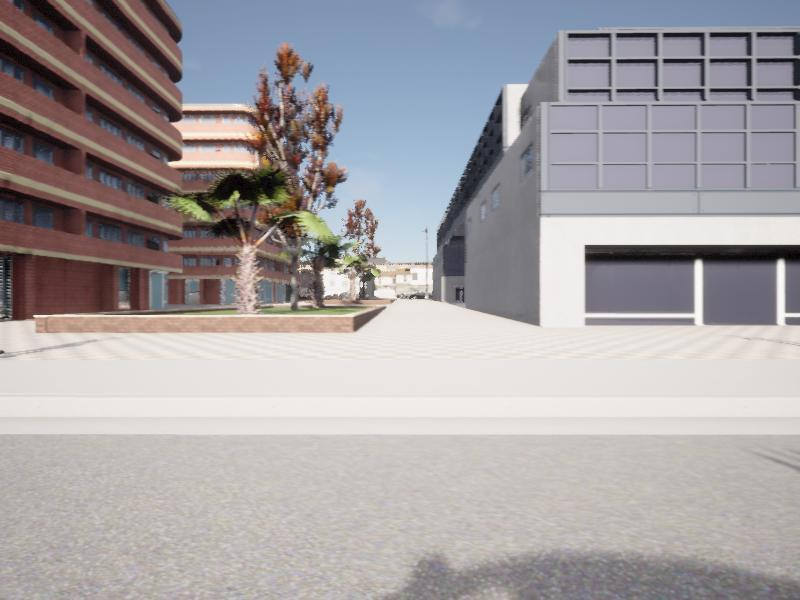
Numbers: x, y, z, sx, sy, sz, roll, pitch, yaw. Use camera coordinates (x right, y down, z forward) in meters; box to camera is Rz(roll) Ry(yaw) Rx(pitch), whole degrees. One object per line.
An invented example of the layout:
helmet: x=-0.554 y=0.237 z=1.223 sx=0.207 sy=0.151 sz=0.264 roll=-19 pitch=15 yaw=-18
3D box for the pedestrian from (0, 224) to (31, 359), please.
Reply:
pedestrian: x=-5.887 y=-0.113 z=5.607 sx=0.751 sy=1.860 sz=0.751 roll=0 pitch=0 yaw=0

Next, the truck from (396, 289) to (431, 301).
truck: x=2.506 y=-0.850 z=73.423 sx=6.274 sy=2.098 sz=2.390 roll=0 pitch=0 yaw=0
